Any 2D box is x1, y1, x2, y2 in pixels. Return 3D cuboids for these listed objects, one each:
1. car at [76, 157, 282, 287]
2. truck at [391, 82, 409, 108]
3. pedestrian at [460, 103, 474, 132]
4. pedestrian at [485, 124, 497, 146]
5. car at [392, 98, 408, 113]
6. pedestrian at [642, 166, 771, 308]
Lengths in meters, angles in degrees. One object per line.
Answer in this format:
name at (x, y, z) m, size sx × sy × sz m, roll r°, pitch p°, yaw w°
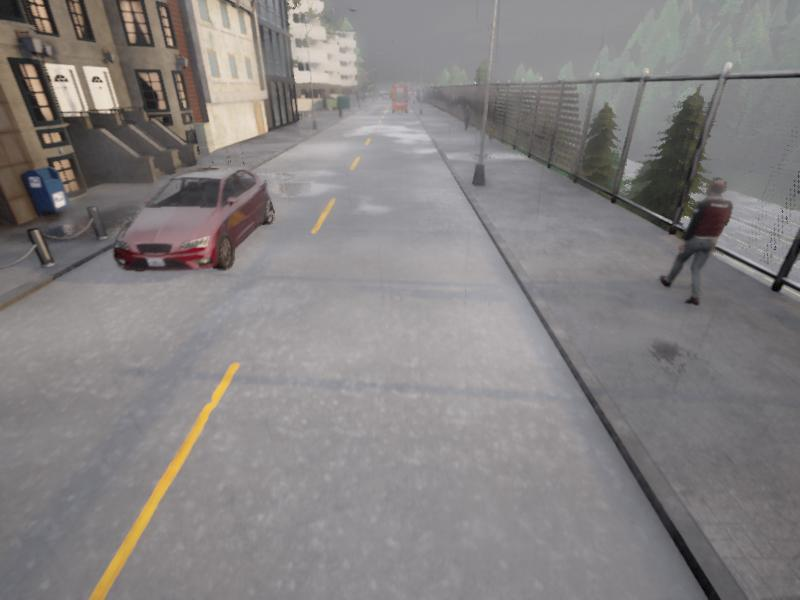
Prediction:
car at (-4.001, -1.850, 8.263) m, size 1.816 × 1.474 × 4.193 m, roll 0°, pitch 28°, yaw 0°
truck at (-0.013, -35.977, 70.182) m, size 2.891 × 3.827 × 8.468 m, roll 0°, pitch 28°, yaw 0°
pedestrian at (4.864, -13.284, 29.174) m, size 0.751 × 1.860 × 0.751 m, roll 1°, pitch 28°, yaw 2°
pedestrian at (5.080, -9.234, 22.340) m, size 0.500 × 1.100 × 0.500 m, roll 1°, pitch 28°, yaw 2°
car at (-0.015, -26.952, 55.321) m, size 2.097 × 1.767 × 4.553 m, roll 0°, pitch 28°, yaw 0°
pedestrian at (4.318, -0.905, 5.804) m, size 0.751 × 1.860 × 0.751 m, roll 5°, pitch 28°, yaw 8°
